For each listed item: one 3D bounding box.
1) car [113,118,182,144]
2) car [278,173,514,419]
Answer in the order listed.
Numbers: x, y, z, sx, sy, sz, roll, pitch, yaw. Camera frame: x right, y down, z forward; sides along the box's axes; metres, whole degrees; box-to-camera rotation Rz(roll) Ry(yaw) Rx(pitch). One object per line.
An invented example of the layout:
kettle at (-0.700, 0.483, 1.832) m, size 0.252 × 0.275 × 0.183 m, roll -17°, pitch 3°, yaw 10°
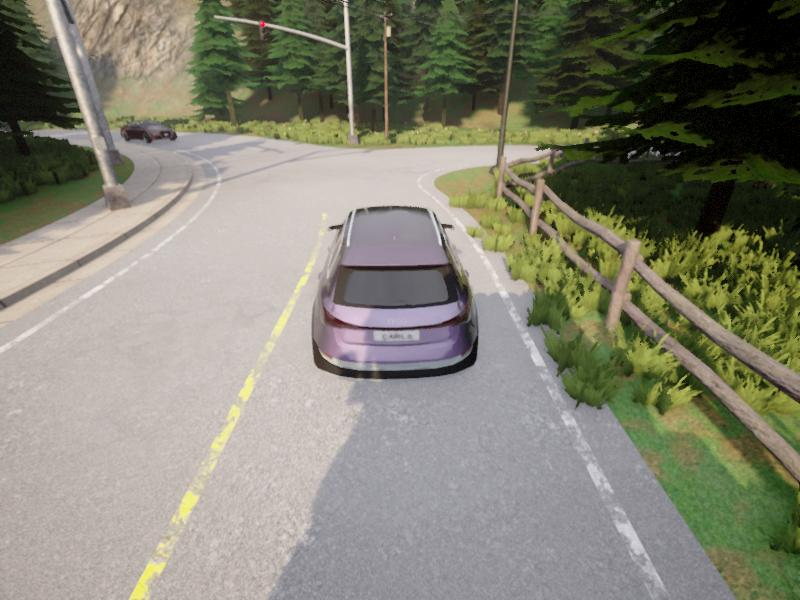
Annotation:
car at (-17.692, -11.892, 28.086) m, size 4.181 × 1.385 × 1.994 m, roll 14°, pitch 31°, yaw 26°
car at (-0.115, -0.618, 5.982) m, size 2.033 × 1.649 × 4.856 m, roll -1°, pitch 27°, yaw -2°
